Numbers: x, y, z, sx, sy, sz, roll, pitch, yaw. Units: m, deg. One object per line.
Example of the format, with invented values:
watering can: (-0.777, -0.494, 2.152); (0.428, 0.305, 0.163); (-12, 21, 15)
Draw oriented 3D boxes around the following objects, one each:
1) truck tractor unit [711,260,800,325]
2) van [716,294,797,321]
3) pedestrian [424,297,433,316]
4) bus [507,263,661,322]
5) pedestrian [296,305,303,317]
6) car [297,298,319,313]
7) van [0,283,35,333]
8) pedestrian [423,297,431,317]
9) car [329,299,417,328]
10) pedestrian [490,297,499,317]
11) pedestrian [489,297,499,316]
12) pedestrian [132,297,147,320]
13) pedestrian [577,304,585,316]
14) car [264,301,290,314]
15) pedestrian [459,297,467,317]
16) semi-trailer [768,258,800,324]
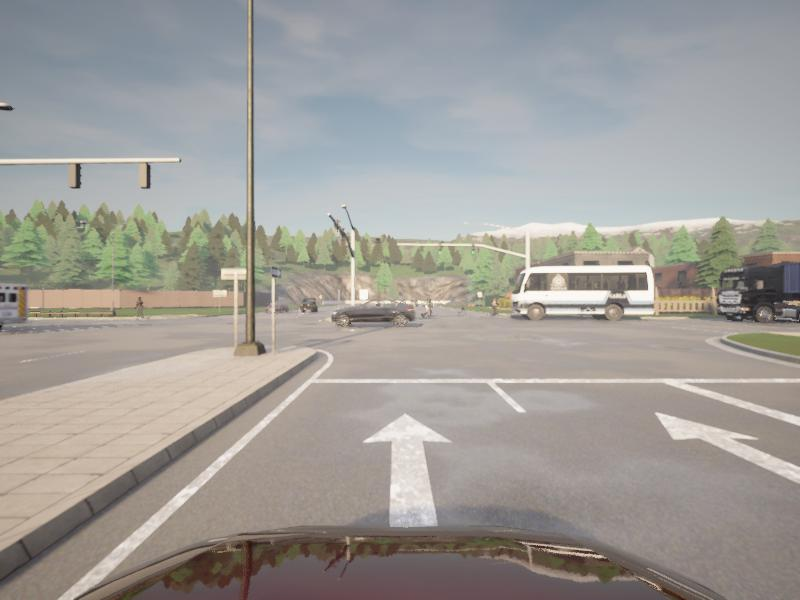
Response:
truck tractor unit: (26.050, -0.496, 27.763); (6.516, 4.208, 3.053); (0, 0, -1)
van: (27.773, 0.586, 31.276); (4.480, 2.038, 2.069); (0, 0, -1)
pedestrian: (2.777, 0.651, 38.955); (0.751, 1.860, 0.751); (0, 0, -7)
bus: (13.978, -0.523, 31.484); (10.273, 4.253, 3.944); (0, 0, 6)
pedestrian: (-9.250, 1.031, 36.890); (0.500, 1.100, 0.500); (0, 0, -3)
car: (-11.582, 0.665, 50.397); (1.905, 1.878, 3.866); (0, 0, 0)
van: (-22.711, 0.385, 20.177); (6.366, 2.431, 2.351); (0, 0, -1)
pedestrian: (2.502, 0.649, 36.911); (0.751, 1.860, 0.751); (0, 0, 1)
car: (-1.527, 0.789, 23.926); (5.027, 1.651, 2.152); (0, 0, -1)
pedestrian: (9.022, 0.651, 38.239); (0.751, 1.860, 0.751); (0, 0, 5)
pedestrian: (9.234, 0.651, 39.391); (0.751, 1.860, 0.751); (0, 0, -4)
pedestrian: (-21.282, 0.649, 32.729); (0.751, 1.860, 0.751); (0, 0, -4)
pedestrian: (16.386, 0.878, 36.140); (0.500, 1.100, 0.500); (0, 0, -40)
car: (-15.081, 0.888, 49.303); (1.812, 1.442, 4.674); (0, 0, 0)
pedestrian: (6.102, 0.651, 38.723); (0.751, 1.860, 0.751); (0, 0, 7)
semi-trailer: (33.966, -0.608, 27.852); (14.254, 4.402, 2.717); (0, 0, -1)
